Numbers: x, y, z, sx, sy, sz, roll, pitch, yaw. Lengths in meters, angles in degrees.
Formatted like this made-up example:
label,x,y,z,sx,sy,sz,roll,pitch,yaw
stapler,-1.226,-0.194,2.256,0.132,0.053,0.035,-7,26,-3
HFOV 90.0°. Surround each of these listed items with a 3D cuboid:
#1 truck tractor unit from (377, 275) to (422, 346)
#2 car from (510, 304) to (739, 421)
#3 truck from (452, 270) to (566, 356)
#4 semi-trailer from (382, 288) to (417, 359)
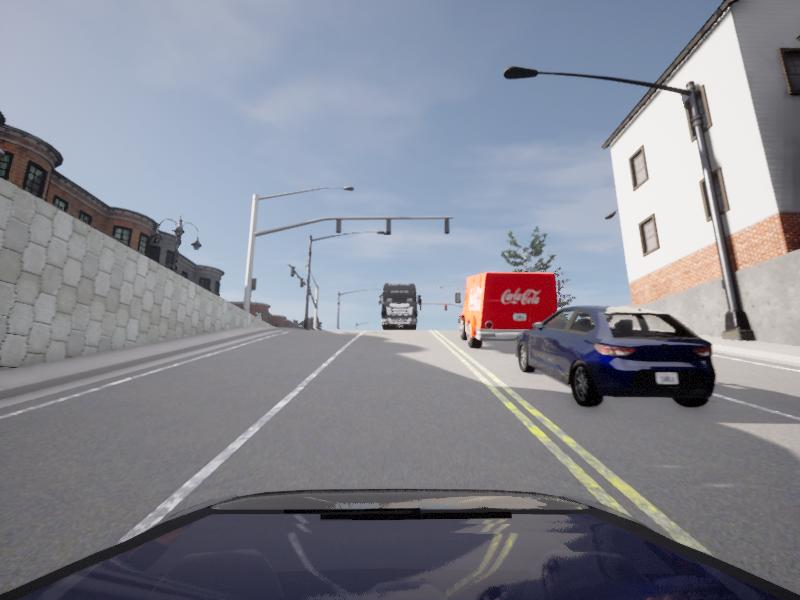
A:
label,x,y,z,sx,sy,sz,roll,pitch,yaw
truck tractor unit,-0.030,1.081,30.860,3.053,4.208,6.516,0,-14,0
car,3.497,0.831,7.297,1.816,1.474,4.193,1,0,0
truck,3.531,0.381,14.298,2.627,2.467,5.204,1,0,0
semi-trailer,-0.045,2.811,38.583,2.717,4.402,14.254,0,-13,0
